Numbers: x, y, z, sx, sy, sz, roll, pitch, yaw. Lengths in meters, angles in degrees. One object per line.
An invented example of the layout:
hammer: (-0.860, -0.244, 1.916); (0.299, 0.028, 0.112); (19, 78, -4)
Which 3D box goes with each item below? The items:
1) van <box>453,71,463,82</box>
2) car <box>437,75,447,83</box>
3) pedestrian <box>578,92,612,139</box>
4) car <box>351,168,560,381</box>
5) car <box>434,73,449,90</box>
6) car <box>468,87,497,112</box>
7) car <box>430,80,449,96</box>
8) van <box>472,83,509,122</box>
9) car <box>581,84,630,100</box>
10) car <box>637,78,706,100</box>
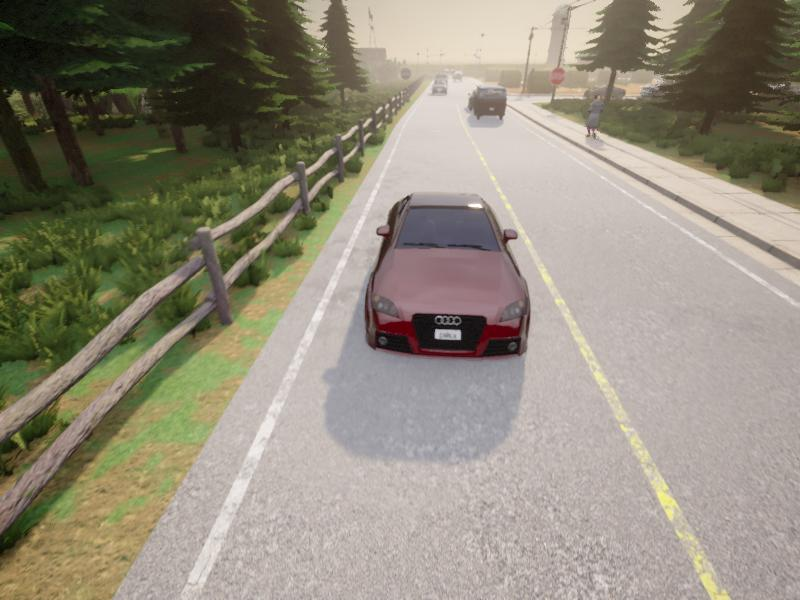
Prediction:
van: (13.075, -50.291, 90.095); (2.069, 2.038, 4.480); (3, 30, 5)
car: (9.123, -47.784, 86.412); (1.970, 1.475, 3.806); (3, 30, 5)
pedestrian: (8.890, -8.442, 18.320); (0.751, 1.860, 0.751); (-1, 30, -2)
car: (0.660, -0.780, 5.992); (1.994, 1.385, 4.181); (2, 30, 3)
car: (6.472, -34.376, 62.803); (2.150, 2.045, 5.566); (3, 31, 5)
car: (6.570, -16.258, 32.371); (1.837, 1.490, 4.892); (4, 30, 6)
car: (4.862, -25.834, 48.721); (2.128, 1.511, 4.902); (3, 30, 5)
van: (5.975, -13.344, 26.894); (1.775, 1.987, 4.442); (3, 30, 4)
car: (22.716, -23.059, 44.324); (4.181, 1.385, 1.994); (1, 30, 1)
car: (29.600, -23.154, 43.869); (5.566, 2.045, 2.150); (2, 30, 2)
